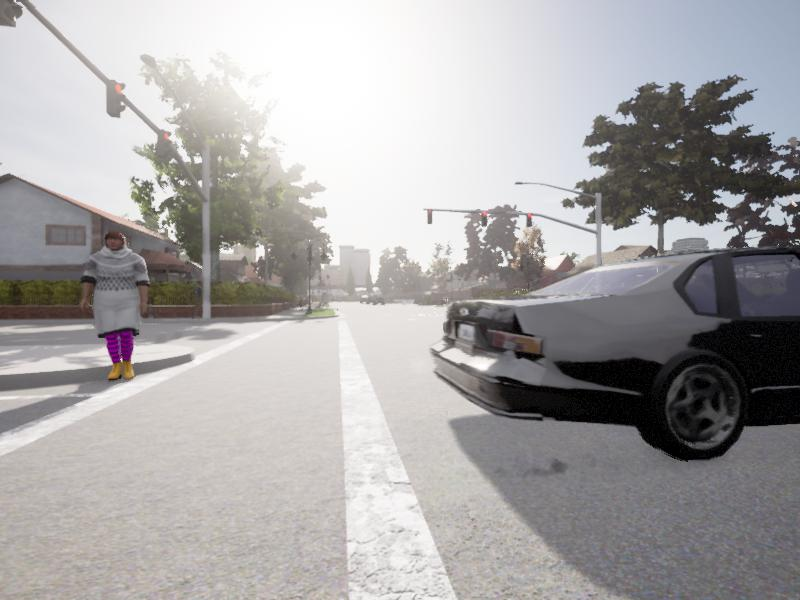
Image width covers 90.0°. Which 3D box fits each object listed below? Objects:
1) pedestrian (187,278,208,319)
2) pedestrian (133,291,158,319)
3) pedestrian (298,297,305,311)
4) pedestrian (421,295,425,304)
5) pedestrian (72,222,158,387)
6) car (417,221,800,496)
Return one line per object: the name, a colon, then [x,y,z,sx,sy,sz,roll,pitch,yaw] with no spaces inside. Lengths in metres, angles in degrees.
pedestrian: [-9.540,-0.067,18.886,0.751,1.860,0.751,0,0,-15]
pedestrian: [-11.988,0.213,18.828,0.751,1.300,0.751,0,0,-9]
pedestrian: [-8.091,0.315,32.858,0.500,1.100,0.500,0,0,-9]
pedestrian: [4.595,-0.093,79.308,0.751,1.860,0.751,0,0,-9]
pedestrian: [-3.523,0.053,5.020,0.751,1.860,0.751,0,0,-25]
car: [2.985,0.291,3.516,5.357,1.411,2.033,0,0,-10]
